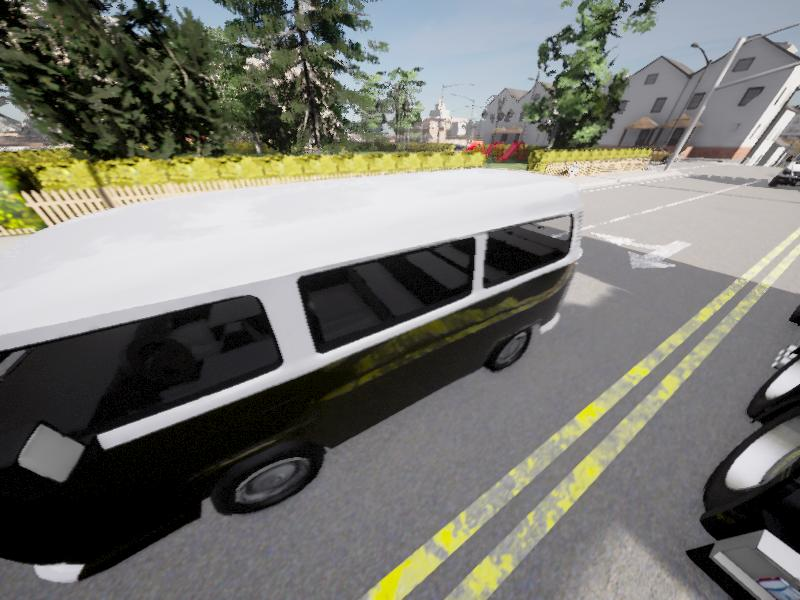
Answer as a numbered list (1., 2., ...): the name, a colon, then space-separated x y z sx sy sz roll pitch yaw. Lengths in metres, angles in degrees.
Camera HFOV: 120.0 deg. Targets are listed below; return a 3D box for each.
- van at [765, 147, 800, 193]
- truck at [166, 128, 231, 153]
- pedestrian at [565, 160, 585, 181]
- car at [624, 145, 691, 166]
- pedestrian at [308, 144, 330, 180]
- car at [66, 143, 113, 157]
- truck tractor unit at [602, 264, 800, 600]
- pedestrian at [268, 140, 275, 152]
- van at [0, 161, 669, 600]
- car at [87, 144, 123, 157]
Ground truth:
1. van: 24.625 -8.005 13.546 5.915 2.561 1.988 -19 40 -26
2. truck: -39.657 -31.726 45.949 2.891 3.827 8.468 26 43 32
3. pedestrian: 10.982 -8.124 14.538 0.500 1.100 0.500 -16 38 -22
4. car: 30.030 -17.034 27.163 1.932 1.855 4.605 -20 40 -27
5. pedestrian: -5.011 -8.590 14.392 0.751 1.860 0.751 3 35 3
6. car: -56.788 -27.561 42.357 4.792 1.488 2.163 -23 40 -18
7. truck tractor unit: 5.111 -0.299 0.784 6.516 4.208 3.053 -18 39 -24
8. pedestrian: -25.443 -30.629 45.892 0.751 1.860 0.751 -13 37 -19
9. van: -0.258 -0.040 2.281 4.480 2.038 2.069 -18 39 -24
10. car: -42.337 -21.597 33.307 1.789 1.549 3.705 -17 39 -24
